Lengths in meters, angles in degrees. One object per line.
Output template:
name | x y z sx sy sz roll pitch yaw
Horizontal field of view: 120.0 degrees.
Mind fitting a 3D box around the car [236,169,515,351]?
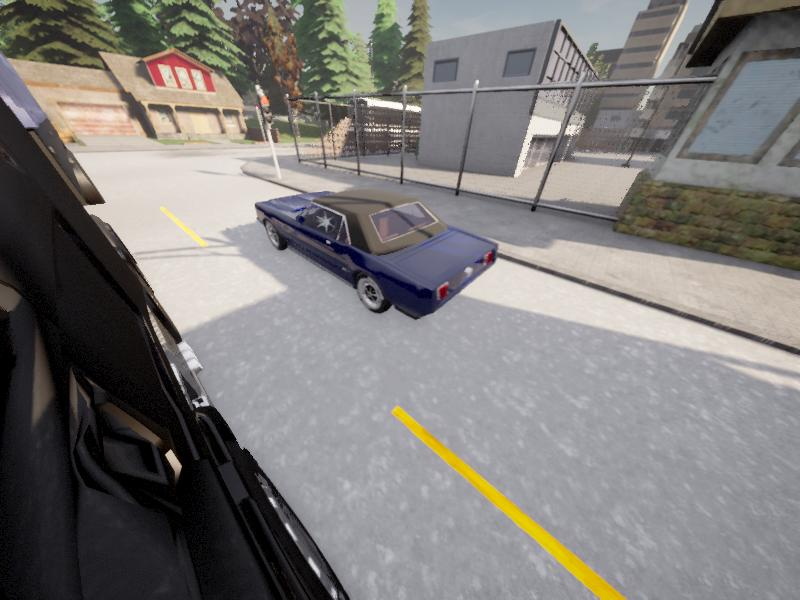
car | -0.816 -1.294 4.236 4.718 1.301 1.895 30 44 31

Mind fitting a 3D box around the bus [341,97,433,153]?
bus | -1.007 -19.541 26.116 3.944 4.253 10.273 28 44 30

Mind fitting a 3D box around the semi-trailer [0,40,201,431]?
semi-trailer | -8.679 -3.620 4.245 14.254 4.402 2.717 28 44 30

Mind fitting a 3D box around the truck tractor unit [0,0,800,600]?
truck tractor unit | -2.645 -0.295 0.352 6.516 4.208 3.053 28 44 30

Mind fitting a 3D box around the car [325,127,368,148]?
car | -6.068 -18.947 26.983 1.932 1.855 4.605 27 43 29
